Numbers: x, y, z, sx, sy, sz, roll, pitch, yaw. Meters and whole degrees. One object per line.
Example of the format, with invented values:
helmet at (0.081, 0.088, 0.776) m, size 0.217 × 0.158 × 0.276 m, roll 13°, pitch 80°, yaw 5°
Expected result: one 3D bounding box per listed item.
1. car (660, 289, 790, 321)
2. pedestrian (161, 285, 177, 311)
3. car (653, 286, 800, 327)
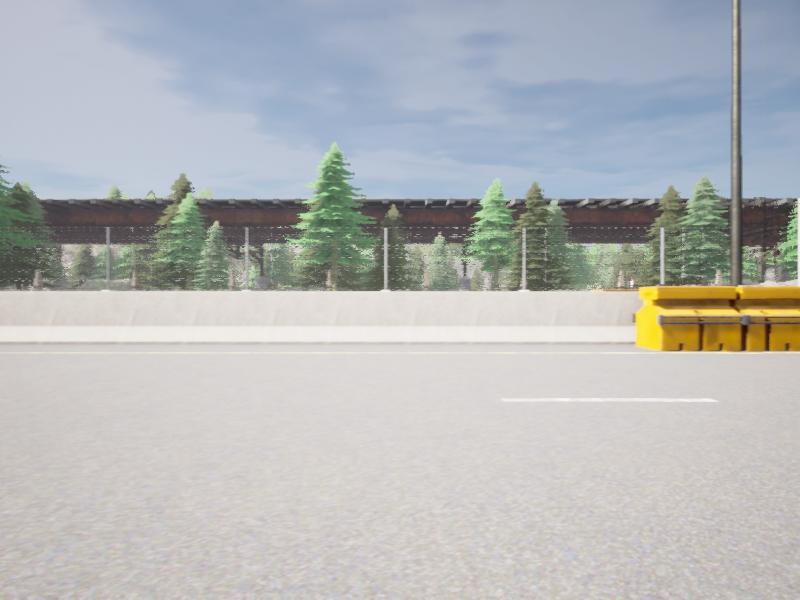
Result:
car at (15.853, 0.251, 19.685) m, size 4.892 × 1.490 × 1.837 m, roll 0°, pitch 0°, yaw 0°
pedestrian at (-16.950, -0.124, 29.354) m, size 0.751 × 1.860 × 0.751 m, roll 0°, pitch 0°, yaw 1°
car at (13.389, 0.234, 16.188) m, size 4.974 × 1.542 × 2.038 m, roll 0°, pitch 0°, yaw 0°
